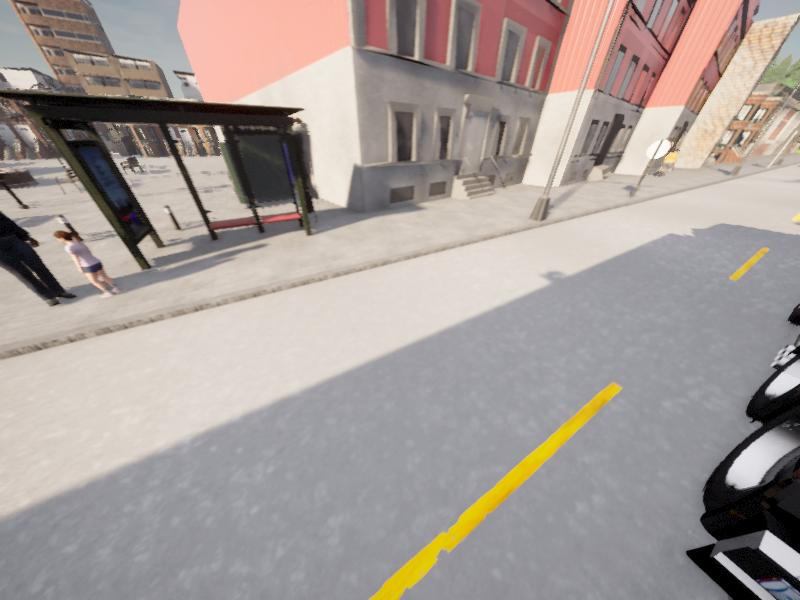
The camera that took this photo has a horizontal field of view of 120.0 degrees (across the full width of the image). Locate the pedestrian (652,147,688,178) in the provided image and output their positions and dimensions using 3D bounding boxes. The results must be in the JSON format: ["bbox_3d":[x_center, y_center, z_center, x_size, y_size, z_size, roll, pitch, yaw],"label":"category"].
[{"bbox_3d":[19.472,-9.960,16.699,0.751,1.860,0.751,-17,38,-24],"label":"pedestrian"}]

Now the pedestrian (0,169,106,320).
[{"bbox_3d":[-5.449,-0.748,3.184,0.751,1.860,0.751,11,36,14],"label":"pedestrian"}]

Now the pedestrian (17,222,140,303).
[{"bbox_3d":[-4.871,-0.573,3.605,0.500,1.100,0.500,-8,36,-12],"label":"pedestrian"}]

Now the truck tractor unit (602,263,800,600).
[{"bbox_3d":[5.113,-0.297,0.788,6.516,4.208,3.053,-18,39,-24],"label":"truck tractor unit"}]
